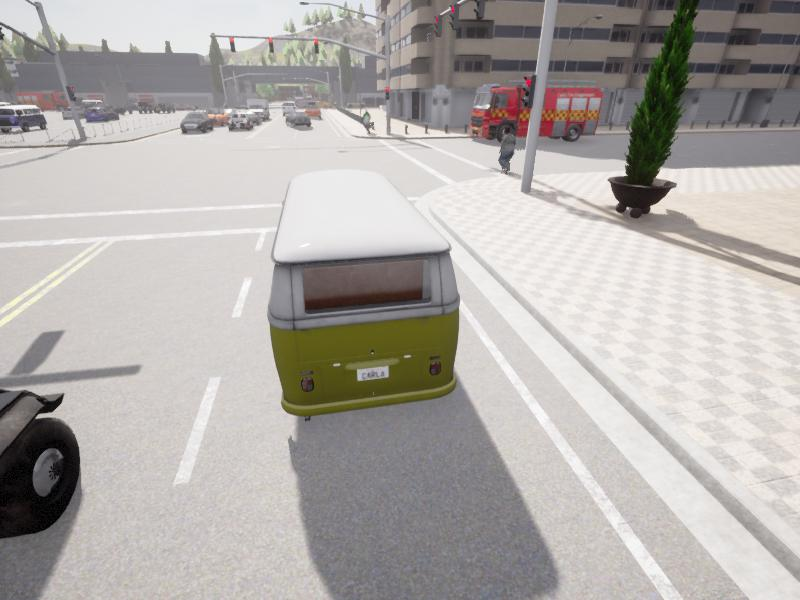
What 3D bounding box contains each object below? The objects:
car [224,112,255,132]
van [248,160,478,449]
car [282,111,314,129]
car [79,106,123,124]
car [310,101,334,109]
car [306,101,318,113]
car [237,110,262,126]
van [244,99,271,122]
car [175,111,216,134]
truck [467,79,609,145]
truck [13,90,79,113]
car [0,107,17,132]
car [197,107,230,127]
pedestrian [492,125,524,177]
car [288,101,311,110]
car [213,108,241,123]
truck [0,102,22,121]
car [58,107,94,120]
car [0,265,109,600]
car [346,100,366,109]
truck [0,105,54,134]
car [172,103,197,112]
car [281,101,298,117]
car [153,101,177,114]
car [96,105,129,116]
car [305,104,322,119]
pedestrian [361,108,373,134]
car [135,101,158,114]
[{"bbox_3d":[-15.224,-17.050,38.181,1.970,1.475,3.806,-5,28,-10],"label":"car"},{"bbox_3d":[-0.681,-0.530,5.469,1.775,1.987,4.442,-5,28,-10],"label":"van"},{"bbox_3d":[-10.568,-18.576,41.234,2.033,1.411,5.357,-12,29,-22],"label":"car"},{"bbox_3d":[-35.286,-21.955,47.346,2.242,1.667,4.611,-5,28,-10],"label":"car"},{"bbox_3d":[-18.582,-46.518,95.442,5.008,1.535,1.882,8,28,15],"label":"car"},{"bbox_3d":[-16.088,-35.346,73.342,1.905,1.878,3.866,-5,28,-10],"label":"car"},{"bbox_3d":[-16.648,-20.223,44.474,1.994,1.385,4.181,-5,28,-10],"label":"car"},{"bbox_3d":[-18.384,-24.617,51.868,2.351,2.431,6.366,-5,28,-10],"label":"van"},{"bbox_3d":[-18.345,-16.095,36.167,2.033,1.649,4.856,-5,28,-10],"label":"car"},{"bbox_3d":[9.339,-13.071,27.716,8.468,3.827,2.891,-5,28,-10],"label":"truck"},{"bbox_3d":[-67.364,-37.974,76.387,8.468,3.827,2.891,-5,28,-9],"label":"truck"},{"bbox_3d":[-35.170,-15.071,33.585,1.932,1.855,4.605,-5,28,-10],"label":"car"},{"bbox_3d":[-19.895,-19.677,42.953,2.097,1.767,4.553,-5,28,-10],"label":"car"},{"bbox_3d":[4.315,-6.007,16.079,0.751,1.860,0.751,-9,29,-17],"label":"pedestrian"},{"bbox_3d":[-22.745,-44.087,90.601,4.856,1.649,2.033,-5,28,-10],"label":"car"},{"bbox_3d":[-21.409,-22.963,49.691,2.163,1.488,4.792,-5,28,-10],"label":"car"},{"bbox_3d":[-50.565,-23.780,50.341,2.069,2.038,4.478,-5,28,-10],"label":"truck"},{"bbox_3d":[-42.057,-24.273,52.023,1.970,1.475,3.806,-5,28,-10],"label":"car"},{"bbox_3d":[-3.361,1.528,1.573,1.905,1.878,3.866,-5,28,-10],"label":"car"},{"bbox_3d":[-10.530,-46.989,95.975,4.605,1.855,1.932,-5,28,-10],"label":"car"},{"bbox_3d":[-32.343,-15.446,34.103,2.069,2.038,4.478,-5,28,-10],"label":"truck"},{"bbox_3d":[-43.409,-38.801,80.628,3.806,1.475,1.970,-5,28,-10],"label":"car"},{"bbox_3d":[-17.261,-30.009,62.777,2.150,2.045,5.566,-5,28,-10],"label":"car"},{"bbox_3d":[-39.951,-32.797,68.071,1.932,1.855,4.605,-5,28,-10],"label":"car"},{"bbox_3d":[-44.212,-29.221,61.638,2.033,1.415,5.357,-5,28,-10],"label":"car"},{"bbox_3d":[-12.223,-26.561,56.331,2.097,1.767,4.553,-5,28,-10],"label":"car"},{"bbox_3d":[-2.664,-14.427,32.255,0.751,1.860,0.751,-6,28,-11],"label":"pedestrian"},{"bbox_3d":[-42.801,-32.559,67.620,1.905,1.878,3.866,-5,28,-10],"label":"car"}]
